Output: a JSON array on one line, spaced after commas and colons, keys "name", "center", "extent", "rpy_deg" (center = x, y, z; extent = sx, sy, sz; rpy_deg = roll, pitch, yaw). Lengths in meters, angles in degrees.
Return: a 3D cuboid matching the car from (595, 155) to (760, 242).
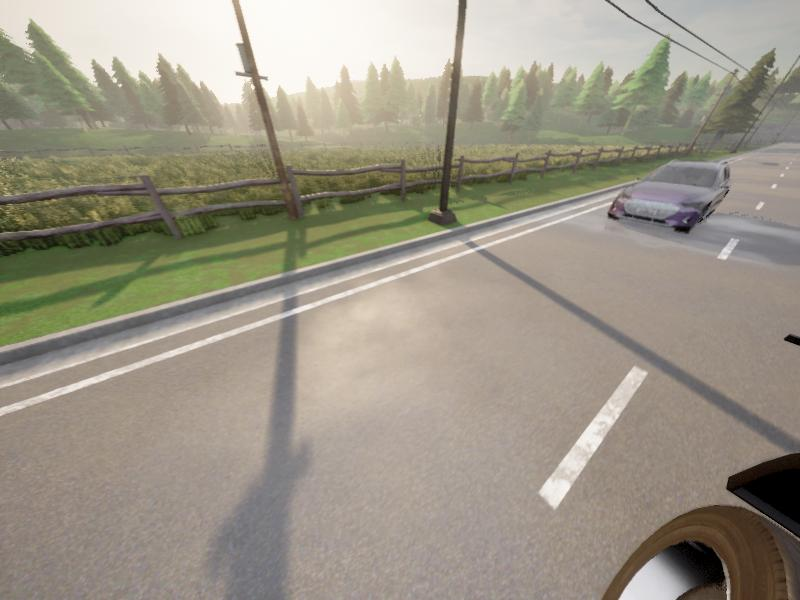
[{"name": "car", "center": [8.784, -3.462, 7.328], "extent": [4.856, 1.649, 2.033], "rpy_deg": [-22, 41, -27]}]
